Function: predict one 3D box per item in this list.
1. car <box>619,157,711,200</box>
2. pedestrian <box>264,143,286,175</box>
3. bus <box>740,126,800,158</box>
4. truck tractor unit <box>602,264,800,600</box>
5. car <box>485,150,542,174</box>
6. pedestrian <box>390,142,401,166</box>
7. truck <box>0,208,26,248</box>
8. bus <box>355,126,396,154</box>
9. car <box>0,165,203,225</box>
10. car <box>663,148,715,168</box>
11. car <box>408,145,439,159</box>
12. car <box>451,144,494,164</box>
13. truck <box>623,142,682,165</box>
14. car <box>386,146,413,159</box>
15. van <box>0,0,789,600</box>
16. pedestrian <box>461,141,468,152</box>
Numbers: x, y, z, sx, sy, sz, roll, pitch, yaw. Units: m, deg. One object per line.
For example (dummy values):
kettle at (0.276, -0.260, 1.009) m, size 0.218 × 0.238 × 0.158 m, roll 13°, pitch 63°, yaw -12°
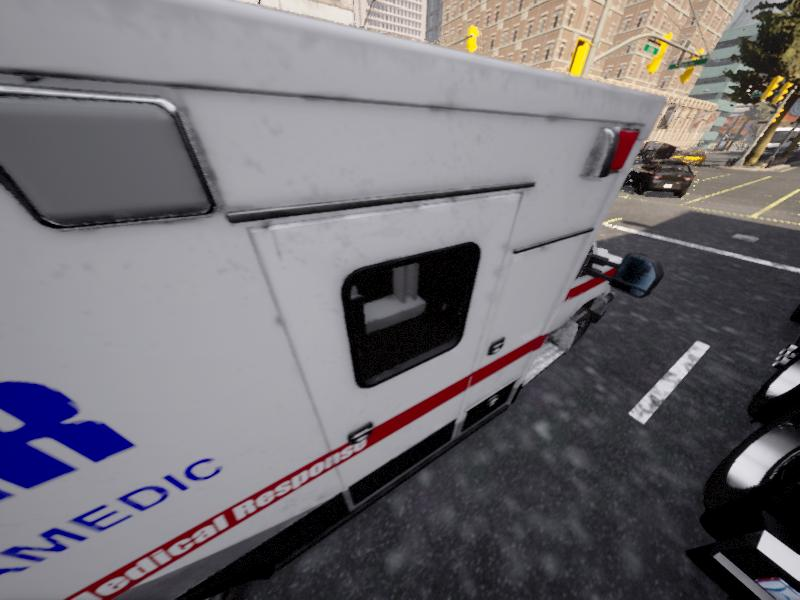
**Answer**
car at (13.650, -6.585, 12.279) m, size 1.816 × 1.474 × 4.193 m, roll 18°, pitch 38°, yaw 23°
pedestrian at (-8.591, -9.728, 15.967) m, size 0.751 × 1.860 × 0.751 m, roll -7°, pitch 35°, yaw -10°
bus at (65.430, -27.487, 40.295) m, size 10.273 × 4.253 × 3.944 m, roll -18°, pitch 39°, yaw -24°
truck tractor unit at (5.106, -0.307, 0.778) m, size 6.516 × 4.208 × 3.053 m, roll -18°, pitch 39°, yaw -24°
car at (9.825, -12.208, 20.325) m, size 1.970 × 1.475 × 3.806 m, roll -18°, pitch 39°, yaw -25°
pedestrian at (-0.407, -13.890, 22.013) m, size 0.751 × 1.860 × 0.751 m, roll -29°, pitch 44°, yaw -35°
truck at (-12.677, -1.200, 3.782) m, size 6.274 × 2.098 × 2.390 m, roll -18°, pitch 39°, yaw -24°
bus at (-5.140, -32.186, 46.468) m, size 3.944 × 4.253 × 10.273 m, roll -18°, pitch 39°, yaw -25°
car at (-10.217, -4.011, 8.482) m, size 4.181 × 1.385 × 1.994 m, roll -18°, pitch 39°, yaw -24°
car at (30.894, -15.187, 24.684) m, size 5.366 × 1.575 × 1.801 m, roll -18°, pitch 39°, yaw -24°
car at (3.406, -22.477, 34.981) m, size 2.038 × 1.542 × 4.974 m, roll -18°, pitch 39°, yaw -25°
car at (8.558, -17.572, 27.666) m, size 1.932 × 1.855 × 4.605 m, roll -18°, pitch 39°, yaw -25°
truck at (29.897, -17.384, 27.381) m, size 6.274 × 2.098 × 2.390 m, roll -18°, pitch 39°, yaw -24°
car at (-0.153, -21.977, 34.307) m, size 1.812 × 1.442 × 4.674 m, roll -18°, pitch 39°, yaw -25°
van at (-0.426, -0.049, 1.943) m, size 6.366 × 2.431 × 2.351 m, roll -18°, pitch 39°, yaw -25°
pedestrian at (12.984, -30.829, 46.457) m, size 0.751 × 1.860 × 0.751 m, roll -8°, pitch 36°, yaw -11°
